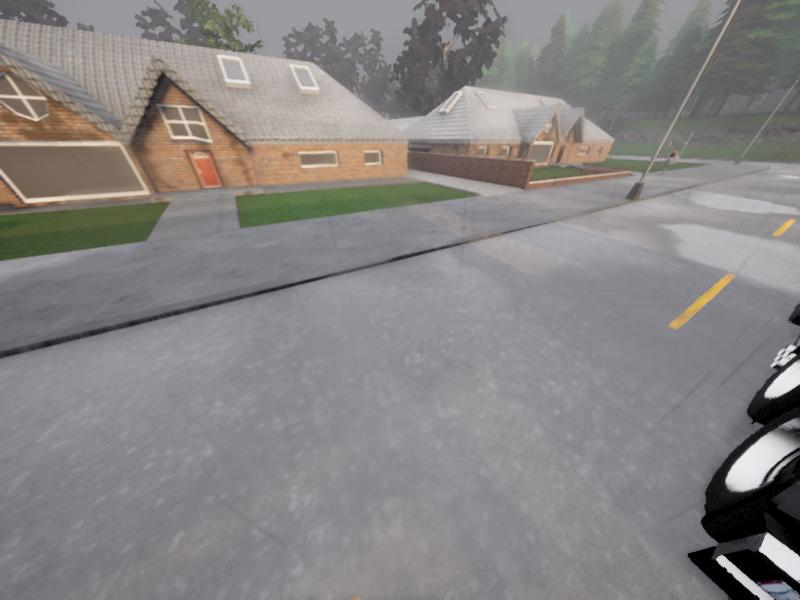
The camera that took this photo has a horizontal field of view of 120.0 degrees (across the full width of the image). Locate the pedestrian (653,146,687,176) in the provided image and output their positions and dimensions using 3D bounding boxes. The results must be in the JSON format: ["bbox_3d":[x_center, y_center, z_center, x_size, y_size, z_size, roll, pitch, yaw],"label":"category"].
[{"bbox_3d":[19.944,-10.281,17.086,0.751,1.860,0.751,-17,38,-23],"label":"pedestrian"}]

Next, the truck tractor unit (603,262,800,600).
[{"bbox_3d":[5.104,-0.308,0.793,6.516,4.208,3.053,-18,39,-24],"label":"truck tractor unit"}]
